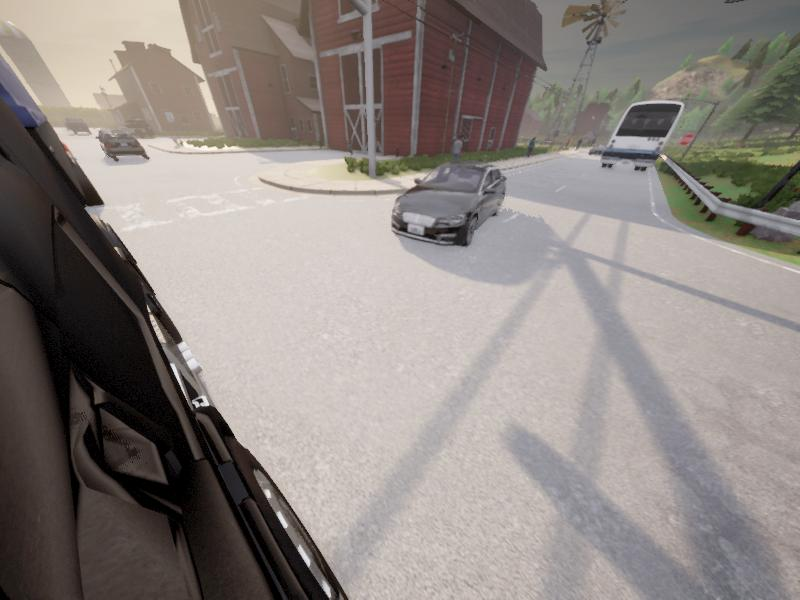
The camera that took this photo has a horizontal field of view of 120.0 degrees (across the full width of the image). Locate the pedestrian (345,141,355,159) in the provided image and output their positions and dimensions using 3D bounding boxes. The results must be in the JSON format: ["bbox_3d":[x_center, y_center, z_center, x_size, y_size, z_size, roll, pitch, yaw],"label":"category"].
[{"bbox_3d":[-3.898,-11.674,17.994,0.500,1.100,0.500,28,44,30],"label":"pedestrian"}]

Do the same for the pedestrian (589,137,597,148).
[{"bbox_3d":[41.277,-33.639,49.400,0.751,1.860,0.751,22,41,25],"label":"pedestrian"}]

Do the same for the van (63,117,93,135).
[{"bbox_3d":[-48.841,-26.384,34.992,4.442,1.987,1.775,28,43,30],"label":"van"}]

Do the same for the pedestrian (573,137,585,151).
[{"bbox_3d":[28.831,-25.083,37.183,0.751,1.860,0.751,25,42,27],"label":"pedestrian"}]

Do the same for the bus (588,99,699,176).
[{"bbox_3d":[20.273,-13.768,19.734,3.944,4.253,10.273,28,44,31],"label":"bus"}]

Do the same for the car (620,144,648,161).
[{"bbox_3d":[29.009,-18.349,28.668,1.845,1.501,3.633,29,44,31],"label":"car"}]

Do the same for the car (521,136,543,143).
[{"bbox_3d":[39.717,-48.286,69.590,5.238,1.638,1.930,-4,37,-8],"label":"car"}]

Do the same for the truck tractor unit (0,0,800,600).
[{"bbox_3d":[-2.645,-0.295,0.351,6.516,4.208,3.053,28,44,30],"label":"truck tractor unit"}]

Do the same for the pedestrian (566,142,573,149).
[{"bbox_3d":[30.659,-27.933,41.769,0.500,1.100,0.500,14,38,15],"label":"pedestrian"}]

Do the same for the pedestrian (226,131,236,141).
[{"bbox_3d":[-21.701,-21.076,29.703,0.500,1.100,0.500,14,38,15],"label":"pedestrian"}]

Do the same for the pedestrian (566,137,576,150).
[{"bbox_3d":[30.429,-27.909,41.085,0.751,1.860,0.751,20,40,23],"label":"pedestrian"}]

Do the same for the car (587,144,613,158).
[{"bbox_3d":[27.307,-20.419,31.511,1.994,1.385,4.181,28,43,30],"label":"car"}]

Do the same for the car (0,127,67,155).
[{"bbox_3d":[-25.986,-11.407,16.481,4.181,1.385,1.994,28,43,30],"label":"car"}]

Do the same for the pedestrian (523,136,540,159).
[{"bbox_3d":[12.885,-14.955,22.657,0.751,1.860,0.751,27,43,30],"label":"pedestrian"}]

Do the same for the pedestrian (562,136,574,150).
[{"bbox_3d":[28.955,-27.027,39.816,0.751,1.860,0.751,-6,37,-11],"label":"pedestrian"}]

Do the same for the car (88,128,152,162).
[{"bbox_3d":[-18.026,-10.024,14.873,3.705,1.549,1.789,28,44,30],"label":"car"}]

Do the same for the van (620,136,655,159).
[{"bbox_3d":[33.412,-21.600,32.538,2.351,2.431,6.366,28,44,31],"label":"van"}]

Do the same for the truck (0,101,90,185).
[{"bbox_3d":[-16.120,-6.674,9.679,5.204,2.467,2.627,27,44,30],"label":"truck"}]

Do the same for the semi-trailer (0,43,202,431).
[{"bbox_3d":[-8.703,-3.581,4.253,14.254,4.402,2.717,28,44,30],"label":"semi-trailer"}]

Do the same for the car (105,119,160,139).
[{"bbox_3d":[-34.145,-21.991,29.646,3.866,1.878,1.905,-1,42,-2],"label":"car"}]

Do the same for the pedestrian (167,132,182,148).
[{"bbox_3d":[-19.881,-14.120,20.396,0.500,1.100,0.500,29,44,32],"label":"pedestrian"}]

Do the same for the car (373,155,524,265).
[{"bbox_3d":[1.621,-2.872,6.319,2.128,1.511,4.902,21,40,24],"label":"car"}]

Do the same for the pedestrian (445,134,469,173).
[{"bbox_3d":[3.319,-8.589,13.552,0.751,1.860,0.751,-19,41,-26],"label":"pedestrian"}]
